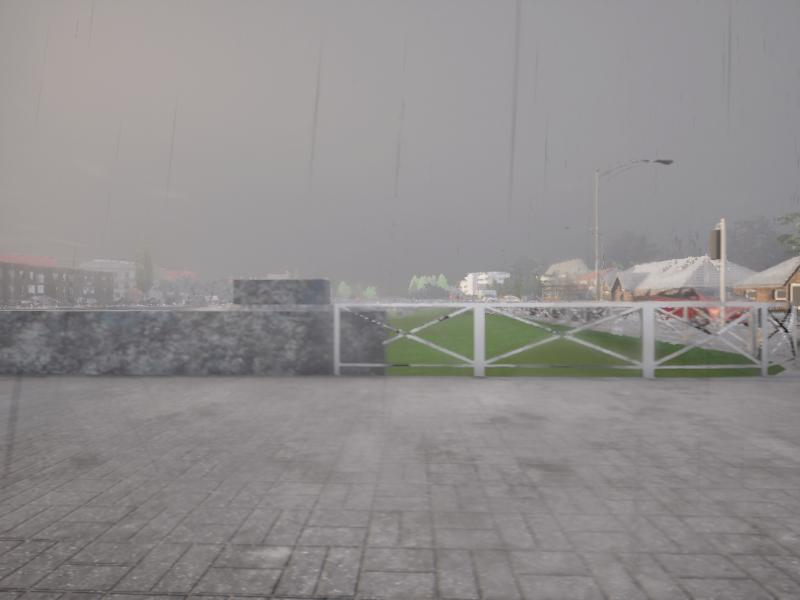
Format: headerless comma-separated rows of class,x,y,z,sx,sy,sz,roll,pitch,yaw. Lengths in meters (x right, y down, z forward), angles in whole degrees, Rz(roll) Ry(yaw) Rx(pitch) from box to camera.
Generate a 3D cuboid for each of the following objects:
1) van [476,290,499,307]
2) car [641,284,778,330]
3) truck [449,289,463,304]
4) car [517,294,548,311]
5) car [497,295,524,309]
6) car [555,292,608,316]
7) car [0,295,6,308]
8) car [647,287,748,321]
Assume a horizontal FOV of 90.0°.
van,13.305,-0.204,61.135,2.351,2.431,6.366,0,0,2
car,11.831,0.233,15.776,2.007,1.525,4.514,0,0,2
truck,14.758,-0.894,105.893,2.891,3.827,8.468,0,0,2
car,12.557,0.238,38.122,1.845,1.501,3.633,0,0,2
car,12.832,0.236,46.591,1.882,1.535,5.008,0,0,2
car,12.207,0.262,27.246,1.816,1.474,4.193,0,0,2
car,-52.753,0.187,49.911,1.930,1.638,5.238,0,0,2
car,16.036,0.184,21.961,2.033,1.649,4.856,0,0,2
